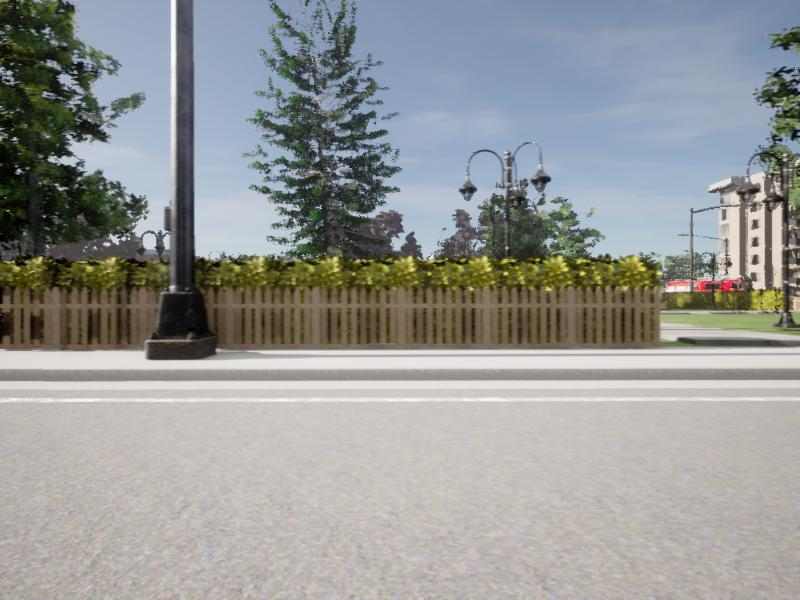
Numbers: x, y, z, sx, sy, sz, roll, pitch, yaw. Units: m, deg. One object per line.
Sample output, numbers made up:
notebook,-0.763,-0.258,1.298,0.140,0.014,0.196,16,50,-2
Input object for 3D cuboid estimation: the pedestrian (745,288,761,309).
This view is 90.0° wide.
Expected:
pedestrian,30.892,-0.143,35.001,0.751,1.860,0.751,0,0,6

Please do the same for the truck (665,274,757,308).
truck,38.222,-0.943,49.527,2.891,3.827,8.468,0,-1,-32

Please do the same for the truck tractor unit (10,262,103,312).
truck tractor unit,-31.404,-1.090,36.986,3.053,4.208,6.516,0,0,-1

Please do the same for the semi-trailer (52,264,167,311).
semi-trailer,-31.576,-1.184,44.896,2.717,4.402,14.254,0,0,-1
